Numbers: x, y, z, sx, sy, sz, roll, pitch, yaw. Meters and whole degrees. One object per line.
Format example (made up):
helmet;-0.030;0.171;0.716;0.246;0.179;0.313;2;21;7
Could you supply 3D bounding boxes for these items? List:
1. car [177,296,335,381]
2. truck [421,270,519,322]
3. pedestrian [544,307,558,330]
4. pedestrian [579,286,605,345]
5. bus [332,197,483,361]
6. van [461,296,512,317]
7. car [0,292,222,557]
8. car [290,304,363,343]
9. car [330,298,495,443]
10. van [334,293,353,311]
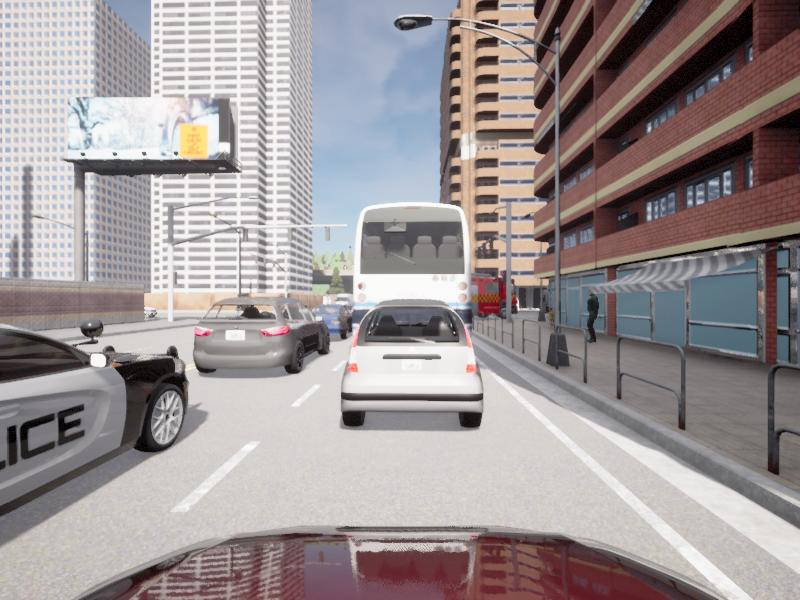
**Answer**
car;-3.202;0.756;10.151;2.242;1.667;4.611;0;0;2
truck;5.943;-0.321;33.007;8.468;3.827;2.891;0;0;-36
pedestrian;7.225;0.882;19.096;0.500;1.100;0.500;0;0;5
pedestrian;6.321;0.485;13.188;0.751;1.860;0.751;0;0;23
bus;0.342;-0.534;15.571;3.944;4.253;10.273;0;0;2
van;8.010;0.598;37.506;4.442;1.987;1.775;0;0;2
car;-3.426;0.771;2.773;1.930;1.638;5.238;0;0;2
car;-2.979;0.894;17.527;2.033;1.411;5.357;0;0;2
car;0.191;0.788;6.481;1.851;1.617;3.988;0;0;2
van;-8.660;0.322;61.726;1.988;2.561;5.915;0;0;2
